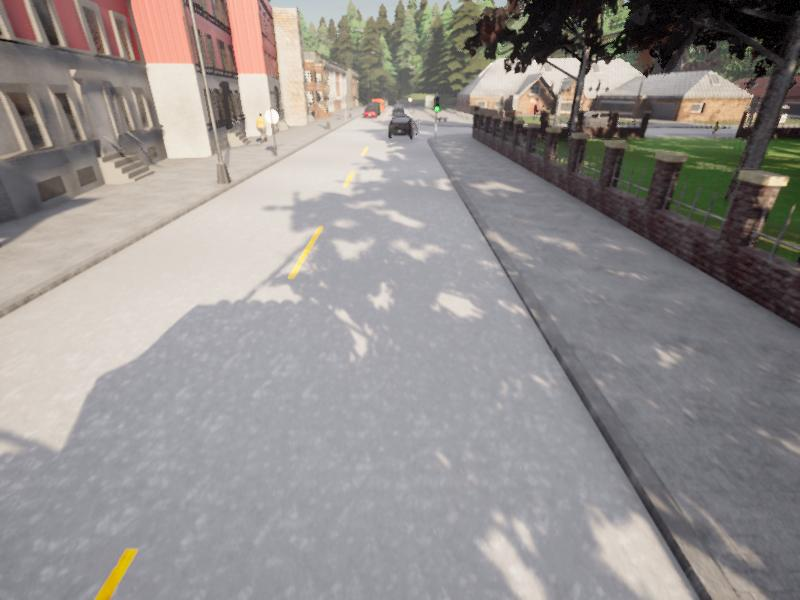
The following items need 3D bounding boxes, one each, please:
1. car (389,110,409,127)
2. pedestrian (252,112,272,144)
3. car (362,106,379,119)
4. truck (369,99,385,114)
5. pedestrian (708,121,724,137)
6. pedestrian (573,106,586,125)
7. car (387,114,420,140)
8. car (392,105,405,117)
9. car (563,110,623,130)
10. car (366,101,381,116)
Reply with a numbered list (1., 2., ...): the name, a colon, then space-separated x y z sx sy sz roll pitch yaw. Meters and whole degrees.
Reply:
1. car: -0.140 -20.176 44.365 2.033 1.411 5.357 0 27 0
2. pedestrian: -9.053 -11.303 26.253 0.751 1.860 0.751 1 27 1
3. car: -4.180 -26.778 57.043 2.007 1.525 4.514 0 27 0
4. truck: -4.209 -36.092 74.611 2.627 2.467 5.204 0 27 0
5. pedestrian: 24.910 -13.483 31.537 0.500 1.100 0.500 0 27 0
6. pedestrian: 19.713 -20.315 43.967 0.751 1.860 0.751 0 27 -1
7. car: 0.336 -13.792 31.787 1.882 1.535 5.008 4 28 8
8. car: -0.210 -29.357 62.125 1.837 1.490 4.892 0 28 0
9. car: 19.030 -17.838 39.631 4.611 1.667 2.242 0 27 0
10. car: -4.209 -30.757 64.215 2.150 2.045 5.566 0 27 0
